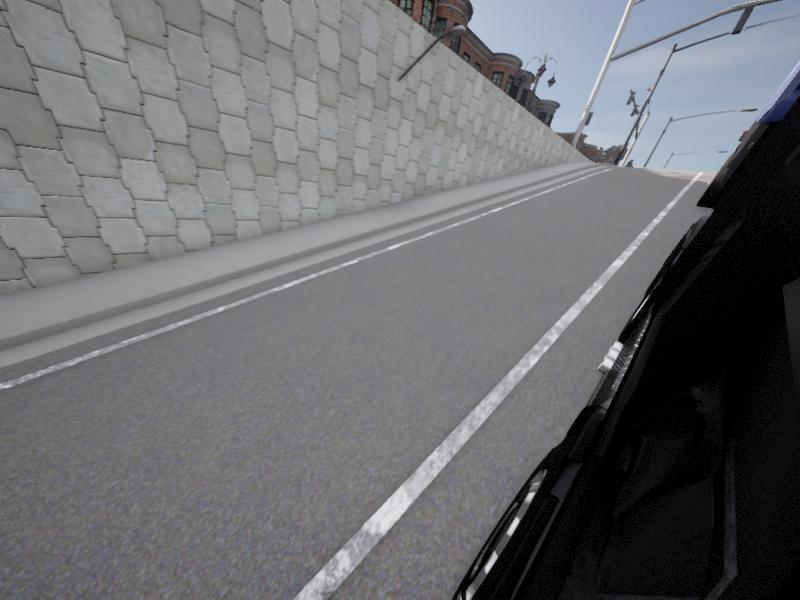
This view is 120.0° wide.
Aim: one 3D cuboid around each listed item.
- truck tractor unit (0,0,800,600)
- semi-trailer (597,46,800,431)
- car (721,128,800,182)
[{"bbox_3d":[2.645,-0.295,0.352,6.516,4.208,3.053,-28,44,-30],"label":"truck tractor unit"},{"bbox_3d":[8.741,-3.528,4.255,14.254,4.402,2.717,-27,44,-30],"label":"semi-trailer"},{"bbox_3d":[17.275,-6.750,10.766,4.553,1.767,2.097,-24,41,-33],"label":"car"}]
